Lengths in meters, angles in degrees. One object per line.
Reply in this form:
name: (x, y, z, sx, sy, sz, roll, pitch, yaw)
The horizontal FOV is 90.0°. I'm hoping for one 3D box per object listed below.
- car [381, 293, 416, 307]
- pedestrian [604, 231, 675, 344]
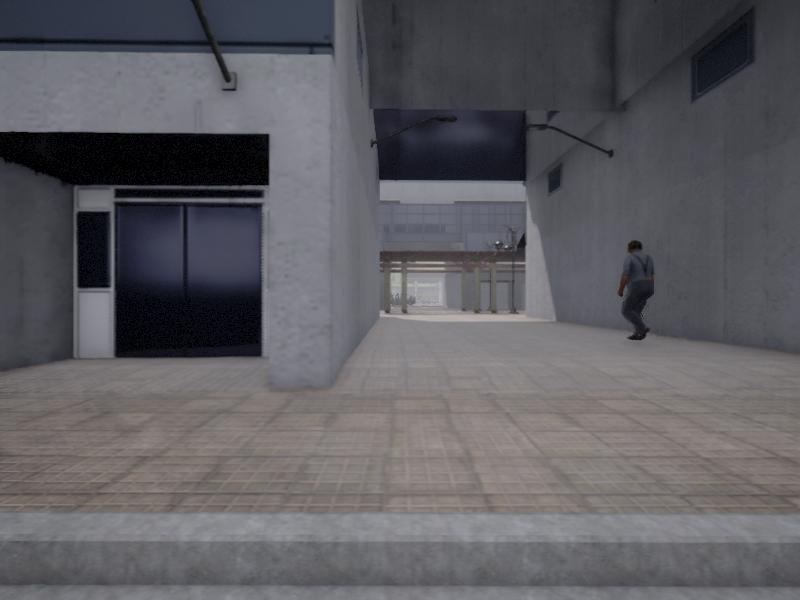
car: (-0.183, 0.051, 54.225, 4.605, 1.855, 1.932, 0, 0, -1)
pedestrian: (4.161, -0.204, 6.981, 0.751, 1.860, 0.751, 0, 0, -13)
